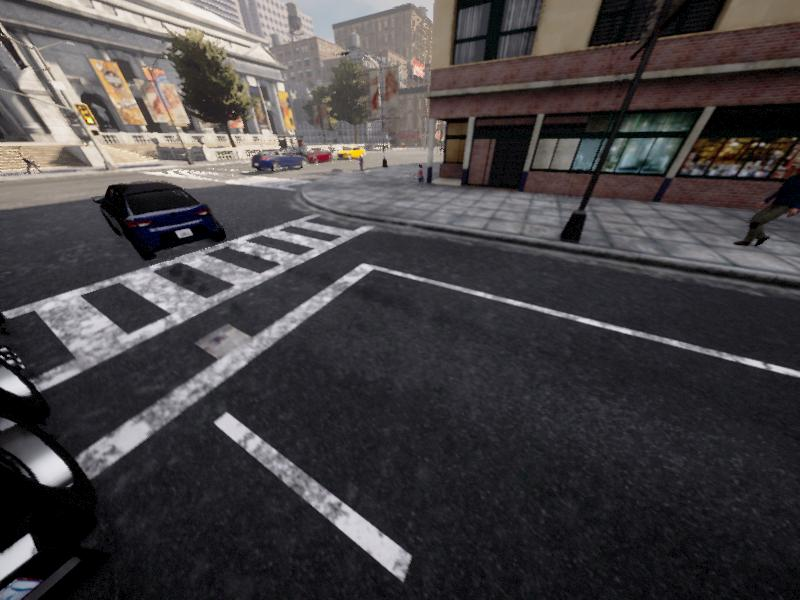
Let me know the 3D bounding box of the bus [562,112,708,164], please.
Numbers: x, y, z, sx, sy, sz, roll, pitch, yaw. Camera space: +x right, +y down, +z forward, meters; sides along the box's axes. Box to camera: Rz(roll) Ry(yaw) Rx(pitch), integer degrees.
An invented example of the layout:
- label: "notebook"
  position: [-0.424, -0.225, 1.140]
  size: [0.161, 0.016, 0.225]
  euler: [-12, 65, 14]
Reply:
- label: "bus"
  position: [25.179, -18.214, 26.228]
  size: [10.273, 4.253, 3.944]
  euler: [17, 38, 23]

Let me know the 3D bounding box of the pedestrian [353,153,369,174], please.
- label: "pedestrian"
  position: [-2.832, -10.076, 17.061]
  size: [0.751, 1.300, 0.751]
  euler: [17, 38, 23]

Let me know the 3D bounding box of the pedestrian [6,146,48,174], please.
- label: "pedestrian"
  position: [-28.895, -10.854, 17.927]
  size: [0.751, 1.860, 0.751]
  euler: [11, 36, 16]

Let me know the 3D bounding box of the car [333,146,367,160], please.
- label: "car"
  position: [-6.918, -20.807, 32.618]
  size: [1.882, 1.535, 5.008]
  euler: [16, 38, 22]

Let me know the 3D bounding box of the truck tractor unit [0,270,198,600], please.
- label: "truck tractor unit"
  position: [-5.122, -0.288, 0.770]
  size: [6.516, 4.208, 3.053]
  euler: [18, 39, 24]

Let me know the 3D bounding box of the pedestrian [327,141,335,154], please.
- label: "pedestrian"
  position: [-12.405, -27.490, 41.679]
  size: [0.751, 1.860, 0.751]
  euler: [17, 38, 23]

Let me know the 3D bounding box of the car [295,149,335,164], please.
- label: "car"
  position: [-10.045, -17.298, 27.753]
  size: [1.994, 1.385, 4.181]
  euler: [16, 38, 23]

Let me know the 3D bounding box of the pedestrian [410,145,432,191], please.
- label: "pedestrian"
  position: [1.032, -6.526, 11.436]
  size: [0.751, 1.860, 0.751]
  euler: [19, 39, 25]

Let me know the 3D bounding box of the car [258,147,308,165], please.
- label: "car"
  position: [-13.931, -17.426, 27.847]
  size: [2.128, 1.511, 4.902]
  euler: [17, 38, 23]

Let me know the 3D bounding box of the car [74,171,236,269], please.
- label: "car"
  position: [-6.625, -2.413, 6.242]
  size: [4.193, 1.474, 1.816]
  euler: [23, 41, 30]

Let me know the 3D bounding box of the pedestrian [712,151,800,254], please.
- label: "pedestrian"
  position: [8.177, -2.069, 4.967]
  size: [0.751, 1.860, 0.751]
  euler: [14, 37, 19]

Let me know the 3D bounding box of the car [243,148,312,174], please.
- label: "car"
  position: [-10.681, -12.520, 20.672]
  size: [2.152, 1.651, 5.027]
  euler: [14, 38, 20]
